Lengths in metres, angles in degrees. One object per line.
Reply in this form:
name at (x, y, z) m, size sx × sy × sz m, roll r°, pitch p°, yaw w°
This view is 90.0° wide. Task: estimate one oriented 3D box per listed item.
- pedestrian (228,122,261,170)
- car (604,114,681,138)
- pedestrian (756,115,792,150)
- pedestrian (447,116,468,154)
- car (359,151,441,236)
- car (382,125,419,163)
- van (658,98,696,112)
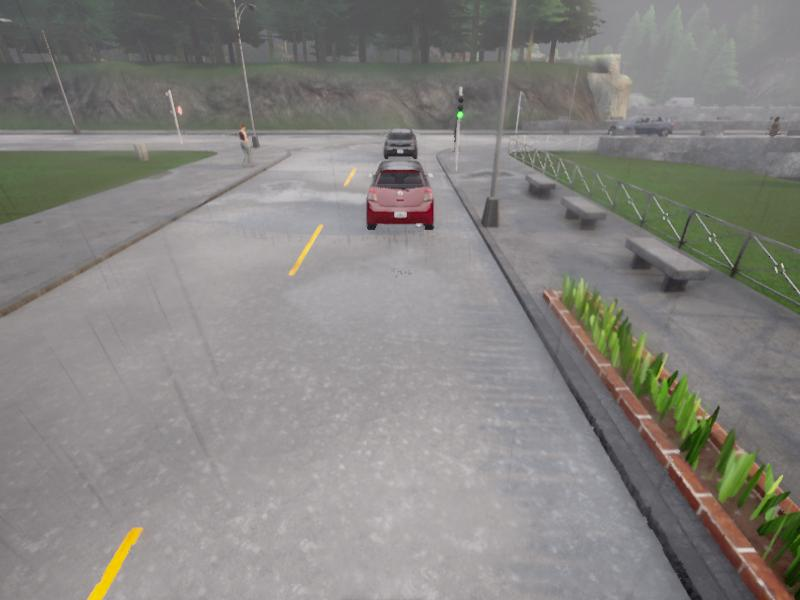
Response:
pedestrian at (-6.784, -6.713, 17.458) m, size 0.751 × 1.860 × 0.751 m, roll 17°, pitch 32°, yaw 30°
car at (19.439, -14.058, 32.300) m, size 4.611 × 1.667 × 2.242 m, roll 0°, pitch 27°, yaw 0°
pedestrian at (22.293, -9.996, 23.872) m, size 0.751 × 1.860 × 0.751 m, roll 0°, pitch 27°, yaw 1°
pedestrian at (3.209, -9.215, 22.327) m, size 0.751 × 1.860 × 0.751 m, roll 21°, pitch 34°, yaw 35°
car at (0.004, -3.054, 10.950) m, size 1.845 × 1.501 × 3.633 m, roll 0°, pitch 27°, yaw 0°
car at (0.083, -8.577, 21.804) m, size 1.816 × 1.474 × 4.193 m, roll 1°, pitch 27°, yaw 2°
van at (57.687, -40.663, 83.302) m, size 5.915 × 2.561 × 1.988 m, roll 0°, pitch 27°, yaw 0°
